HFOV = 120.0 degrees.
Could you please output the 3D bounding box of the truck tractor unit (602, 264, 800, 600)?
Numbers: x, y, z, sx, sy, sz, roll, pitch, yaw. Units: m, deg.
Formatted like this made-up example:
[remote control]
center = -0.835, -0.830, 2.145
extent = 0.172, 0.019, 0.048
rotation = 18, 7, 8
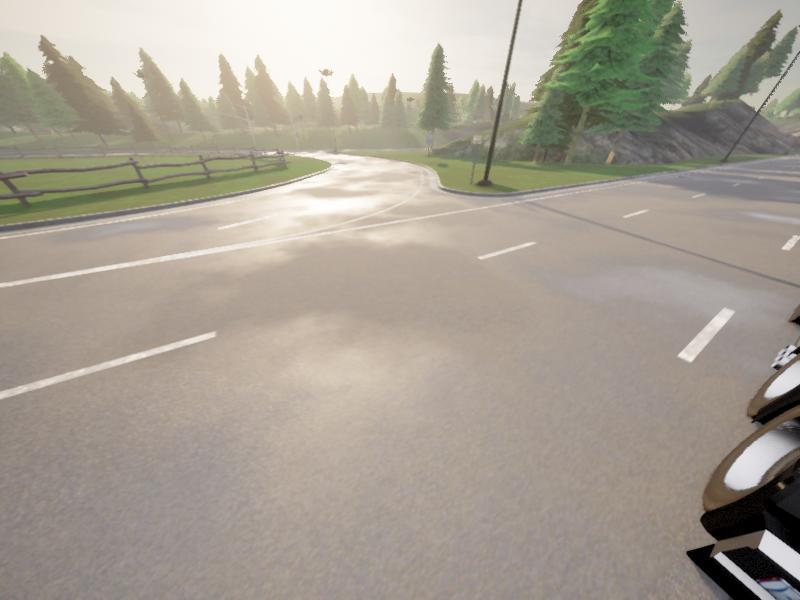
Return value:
[truck tractor unit]
center = 5.113, -0.297, 0.788
extent = 6.516, 4.208, 3.053
rotation = -18, 39, -24
